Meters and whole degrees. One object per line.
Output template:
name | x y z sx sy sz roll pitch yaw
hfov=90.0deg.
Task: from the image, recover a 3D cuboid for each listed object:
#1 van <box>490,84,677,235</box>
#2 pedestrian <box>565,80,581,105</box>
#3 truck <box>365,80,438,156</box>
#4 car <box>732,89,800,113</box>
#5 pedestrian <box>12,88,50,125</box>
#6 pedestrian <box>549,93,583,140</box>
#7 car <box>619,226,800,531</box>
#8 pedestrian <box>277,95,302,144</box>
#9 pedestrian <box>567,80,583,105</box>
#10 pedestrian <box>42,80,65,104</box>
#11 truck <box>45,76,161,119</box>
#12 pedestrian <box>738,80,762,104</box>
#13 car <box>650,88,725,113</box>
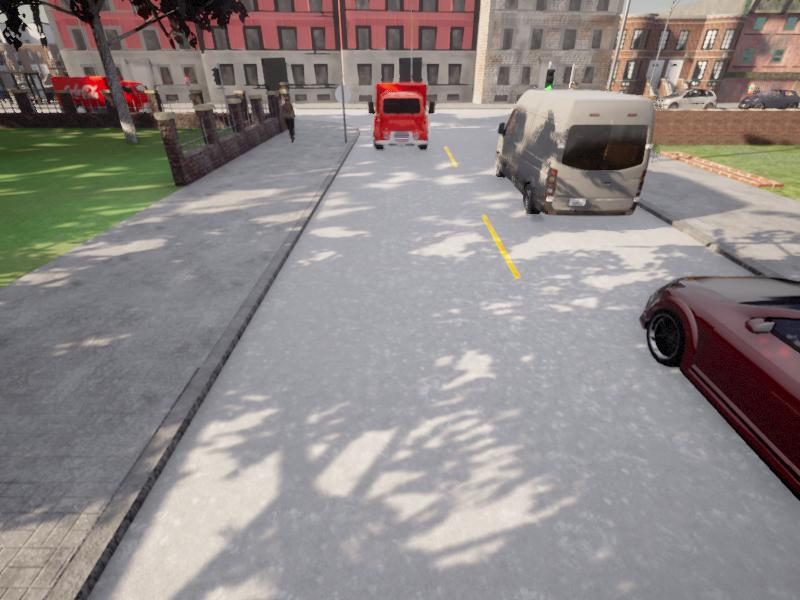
van | 3.980 -3.983 10.322 1.988 2.561 5.915 0 30 1
pedestrian | 15.161 -18.198 35.082 0.751 1.860 0.751 5 31 9
truck | 0.051 -8.009 17.283 2.627 2.467 5.204 0 30 0
car | 28.307 -15.302 30.705 3.633 1.501 1.845 0 30 0
pedestrian | -21.175 -11.136 22.986 0.751 1.860 0.751 0 30 1
pedestrian | 7.539 -8.368 18.232 0.751 1.860 0.751 -16 34 -25
car | 4.029 0.754 3.369 1.994 1.385 4.181 0 30 0
pedestrian | -4.782 -7.849 17.360 0.751 1.860 0.751 -4 31 -8
pedestrian | 15.072 -17.884 34.543 0.751 1.860 0.751 3 30 5
pedestrian | -31.736 -19.054 36.641 0.751 1.860 0.751 6 31 11
truck | -19.811 -13.712 27.041 5.204 2.467 2.627 0 30 -1
pedestrian | 31.964 -18.985 36.528 0.751 1.860 0.751 -5 31 -8
car | 21.948 -15.347 30.706 3.988 1.617 1.851 0 30 0
